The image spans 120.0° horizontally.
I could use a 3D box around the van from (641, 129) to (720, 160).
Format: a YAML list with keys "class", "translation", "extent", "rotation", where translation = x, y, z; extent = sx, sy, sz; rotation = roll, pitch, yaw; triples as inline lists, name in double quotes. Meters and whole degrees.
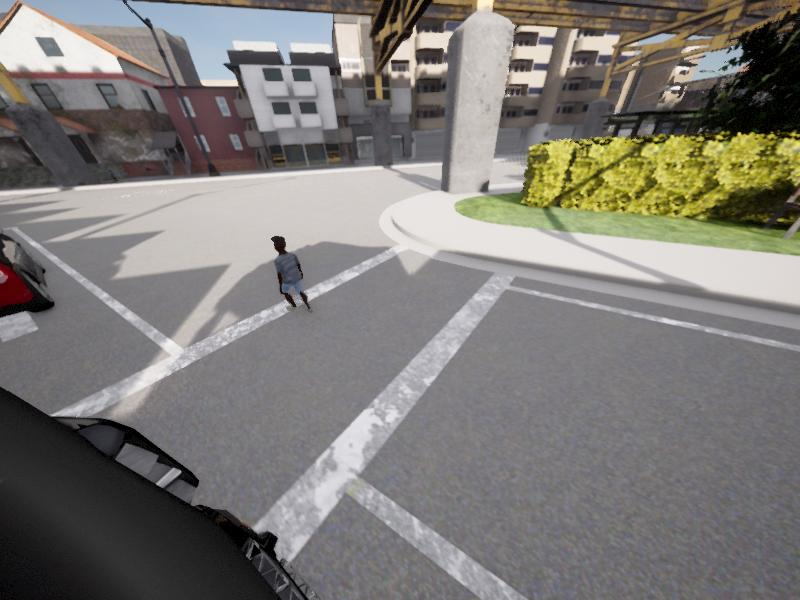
- class: "van"
  translation: [25.343, -14.112, 21.014]
  extent: [4.480, 2.038, 2.069]
  rotation: [-10, 35, -11]

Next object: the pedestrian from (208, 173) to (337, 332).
- class: "pedestrian"
  translation: [-1.576, -0.612, 3.134]
  extent: [0.751, 1.860, 0.751]
  rotation: [22, 41, 32]

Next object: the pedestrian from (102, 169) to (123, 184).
- class: "pedestrian"
  translation: [-25.035, -10.754, 20.131]
  extent: [0.500, 1.100, 0.500]
  rotation: [-12, 35, -14]

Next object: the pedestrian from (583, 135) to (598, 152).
- class: "pedestrian"
  translation: [26.179, -21.559, 31.782]
  extent: [0.751, 1.860, 0.751]
  rotation: [4, 35, 11]

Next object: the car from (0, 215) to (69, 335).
- class: "car"
  translation: [-7.773, -0.480, 3.759]
  extent: [3.806, 1.475, 1.970]
  rotation: [19, 40, 29]
